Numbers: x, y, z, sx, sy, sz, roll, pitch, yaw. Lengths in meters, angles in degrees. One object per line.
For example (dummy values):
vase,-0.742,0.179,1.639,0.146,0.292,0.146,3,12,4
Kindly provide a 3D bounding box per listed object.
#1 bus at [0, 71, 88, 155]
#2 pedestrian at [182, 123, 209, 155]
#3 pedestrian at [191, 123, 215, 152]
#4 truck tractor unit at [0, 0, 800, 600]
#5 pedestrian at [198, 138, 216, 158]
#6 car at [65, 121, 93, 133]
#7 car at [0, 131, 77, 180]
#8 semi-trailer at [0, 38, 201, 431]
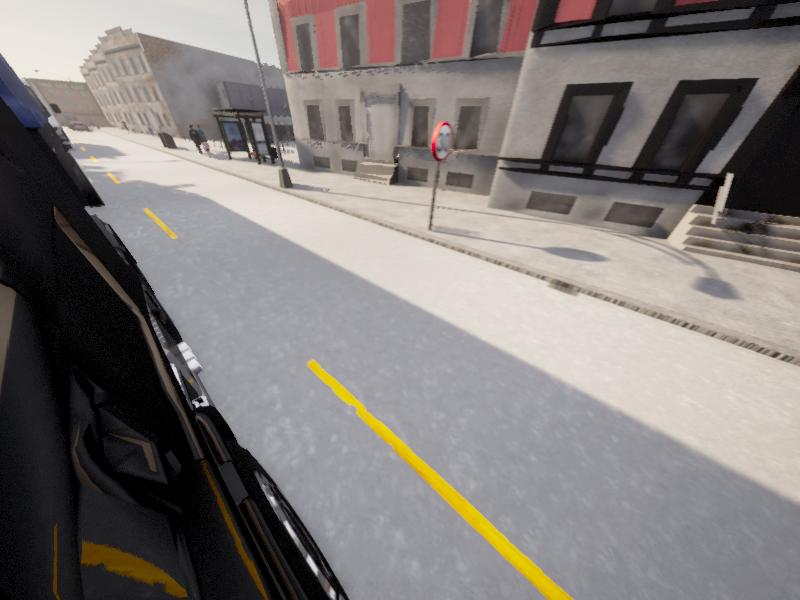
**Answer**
bus,-28.869,-14.245,17.595,10.273,4.253,3.944,29,44,29
pedestrian,-14.884,-11.705,16.867,0.751,1.860,0.751,-27,45,-34
pedestrian,-15.877,-13.056,18.642,0.751,1.860,0.751,-27,46,-34
truck tractor unit,-2.645,-0.295,0.351,6.516,4.208,3.053,28,44,30
pedestrian,-13.227,-10.397,15.837,0.500,1.100,0.500,-25,45,-33
car,-55.561,-29.977,39.946,4.792,1.488,2.163,28,43,30
car,-17.337,-6.881,10.753,5.357,1.411,2.033,28,43,30
semi-trailer,-8.701,-3.580,4.260,14.254,4.402,2.717,28,43,30
